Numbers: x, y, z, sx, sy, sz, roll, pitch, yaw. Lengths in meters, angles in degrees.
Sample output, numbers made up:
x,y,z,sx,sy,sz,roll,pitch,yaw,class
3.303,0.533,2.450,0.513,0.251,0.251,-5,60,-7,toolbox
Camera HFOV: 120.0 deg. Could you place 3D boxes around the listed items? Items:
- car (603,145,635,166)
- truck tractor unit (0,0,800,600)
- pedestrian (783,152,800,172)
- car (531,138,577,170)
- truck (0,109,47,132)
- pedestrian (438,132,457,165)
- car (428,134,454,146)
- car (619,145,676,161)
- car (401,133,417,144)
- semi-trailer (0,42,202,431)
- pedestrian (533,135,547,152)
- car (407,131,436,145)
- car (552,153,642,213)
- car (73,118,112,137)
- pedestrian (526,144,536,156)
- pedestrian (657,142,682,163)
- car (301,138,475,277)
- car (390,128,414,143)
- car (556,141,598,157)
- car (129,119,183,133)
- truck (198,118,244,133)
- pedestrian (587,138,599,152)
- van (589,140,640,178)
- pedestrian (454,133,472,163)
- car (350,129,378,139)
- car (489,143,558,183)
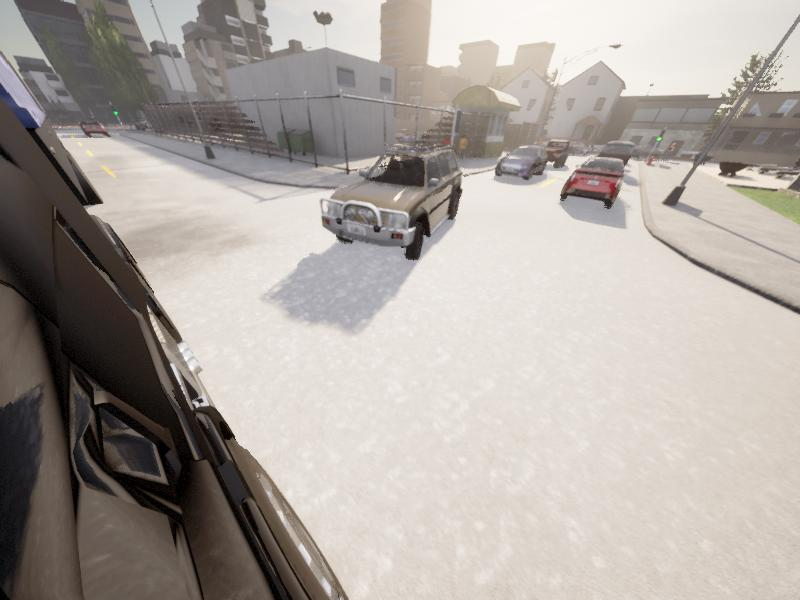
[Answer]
x,y,z,sx,sy,sz,roll,pitch,yaw,class
22.812,-15.080,24.007,1.816,1.474,4.193,28,44,30,car
-2.645,-0.295,0.351,6.516,4.208,3.053,28,44,30,truck tractor unit
38.926,-13.569,22.468,0.751,1.860,0.751,-27,46,-33,pedestrian
12.592,-12.017,18.915,1.905,1.878,3.866,28,44,30,car
-47.220,-21.082,27.033,2.390,2.098,6.274,28,44,30,truck
3.356,-10.723,16.397,0.751,1.860,0.751,28,43,29,pedestrian
6.373,-24.837,35.827,1.816,1.474,4.193,28,44,30,car
31.412,-18.736,29.432,4.792,1.488,2.163,-3,37,-8,car
1.449,-26.384,37.639,1.481,1.379,2.207,28,44,30,car
-8.696,-3.610,4.223,14.254,4.402,2.717,28,44,30,semi-trailer
19.669,-21.940,32.432,0.751,1.860,0.751,-4,37,-9,pedestrian
3.475,-25.864,36.901,2.242,1.667,4.611,28,44,30,car
8.314,-5.134,9.758,2.007,1.525,4.514,27,43,29,car
-35.120,-19.714,26.387,3.988,1.617,1.851,28,44,30,car
14.969,-17.127,26.340,0.500,1.100,0.500,-22,43,-29,pedestrian
29.958,-16.451,25.743,0.751,1.860,0.751,-1,37,-5,pedestrian
0.213,-2.694,5.676,1.932,1.855,4.605,17,41,18,car
0.359,-27.815,39.130,1.905,1.878,3.866,28,44,30,car
24.336,-21.072,32.076,2.128,1.511,4.902,2,37,-1,car
-38.140,-27.302,36.298,1.930,1.638,5.238,25,42,27,car
-34.369,-33.633,44.610,2.390,2.098,6.274,28,44,30,truck
31.702,-25.546,38.013,0.751,1.860,0.751,25,42,27,pedestrian
15.677,-10.396,16.869,1.775,1.987,4.442,28,43,30,van
4.822,-11.749,17.860,0.751,1.860,0.751,28,44,30,pedestrian
-6.814,-31.862,44.465,2.033,1.415,5.357,28,44,30,car
7.634,-8.493,14.115,2.033,1.649,4.856,28,44,30,car
